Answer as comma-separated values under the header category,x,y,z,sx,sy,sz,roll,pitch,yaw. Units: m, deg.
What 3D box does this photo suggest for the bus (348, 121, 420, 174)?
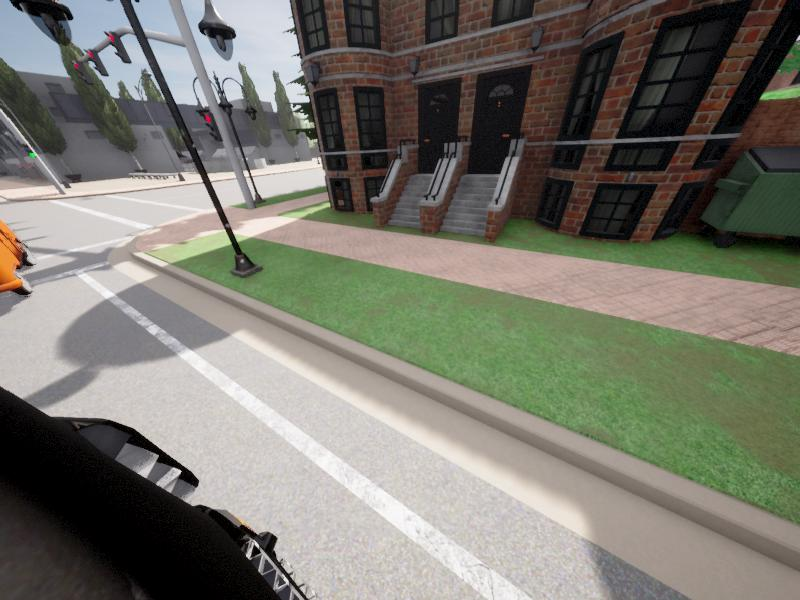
category,x,y,z,sx,sy,sz,roll,pitch,yaw
bus,-1.166,-17.677,26.828,3.944,4.253,10.273,11,37,20

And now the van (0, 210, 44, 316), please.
category,x,y,z,sx,sy,sz,roll,pitch,yaw
van,-9.149,-1.033,4.419,4.442,1.987,1.775,21,41,31
